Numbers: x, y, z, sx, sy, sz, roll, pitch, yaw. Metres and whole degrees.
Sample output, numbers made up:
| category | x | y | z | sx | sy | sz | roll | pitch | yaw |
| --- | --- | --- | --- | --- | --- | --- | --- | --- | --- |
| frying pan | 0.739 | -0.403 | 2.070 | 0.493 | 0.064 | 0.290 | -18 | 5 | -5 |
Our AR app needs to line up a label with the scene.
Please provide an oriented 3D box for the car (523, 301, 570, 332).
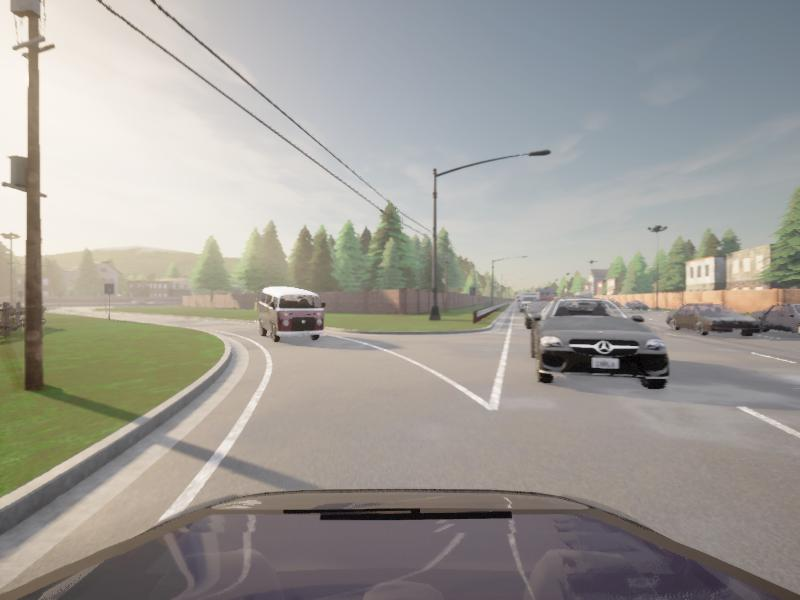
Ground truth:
| category | x | y | z | sx | sy | sz | roll | pitch | yaw |
| --- | --- | --- | --- | --- | --- | --- | --- | --- | --- |
| car | 8.003 | 0.820 | 22.305 | 2.163 | 1.488 | 4.792 | 0 | 0 | 16 |

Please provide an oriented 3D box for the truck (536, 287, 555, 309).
| category | x | y | z | sx | sy | sz | roll | pitch | yaw |
| --- | --- | --- | --- | --- | --- | --- | --- | --- | --- |
| truck | 26.703 | -0.427 | 73.750 | 2.891 | 3.827 | 8.468 | 0 | 0 | 16 |

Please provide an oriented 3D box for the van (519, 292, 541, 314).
| category | x | y | z | sx | sy | sz | roll | pitch | yaw |
| --- | --- | --- | --- | --- | --- | --- | --- | --- | --- |
| van | 15.592 | 0.313 | 48.236 | 2.351 | 2.431 | 6.366 | 0 | 0 | 16 |

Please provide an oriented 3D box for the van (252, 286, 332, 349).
| category | x | y | z | sx | sy | sz | roll | pitch | yaw |
| --- | --- | --- | --- | --- | --- | --- | --- | --- | --- |
| van | -4.519 | 0.534 | 16.224 | 2.069 | 2.038 | 4.480 | 0 | 4 | -29 |

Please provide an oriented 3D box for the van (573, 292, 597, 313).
| category | x | y | z | sx | sy | sz | roll | pitch | yaw |
| --- | --- | --- | --- | --- | --- | --- | --- | --- | --- |
| van | 23.967 | 0.244 | 51.933 | 1.988 | 2.561 | 5.915 | 0 | 0 | 16 |

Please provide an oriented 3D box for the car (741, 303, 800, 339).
| category | x | y | z | sx | sy | sz | roll | pitch | yaw |
| --- | --- | --- | --- | --- | --- | --- | --- | --- | --- |
| car | 17.507 | 0.857 | 17.397 | 2.033 | 1.411 | 5.357 | 0 | 0 | 16 |

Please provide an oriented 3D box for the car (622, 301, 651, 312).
| category | x | y | z | sx | sy | sz | roll | pitch | yaw |
| --- | --- | --- | --- | --- | --- | --- | --- | --- | --- |
| car | 31.934 | 0.805 | 54.160 | 2.033 | 1.411 | 5.357 | 0 | 0 | 16 |

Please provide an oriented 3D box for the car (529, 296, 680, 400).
| category | x | y | z | sx | sy | sz | roll | pitch | yaw |
| --- | --- | --- | --- | --- | --- | --- | --- | --- | --- |
| car | 4.142 | 0.767 | 9.106 | 2.152 | 1.651 | 5.027 | 0 | 0 | 16 |

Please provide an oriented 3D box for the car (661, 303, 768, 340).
| category | x | y | z | sx | sy | sz | roll | pitch | yaw |
| --- | --- | --- | --- | --- | --- | --- | --- | --- | --- |
| car | 14.197 | 0.860 | 18.547 | 2.033 | 1.411 | 5.357 | 0 | 0 | 16 |
